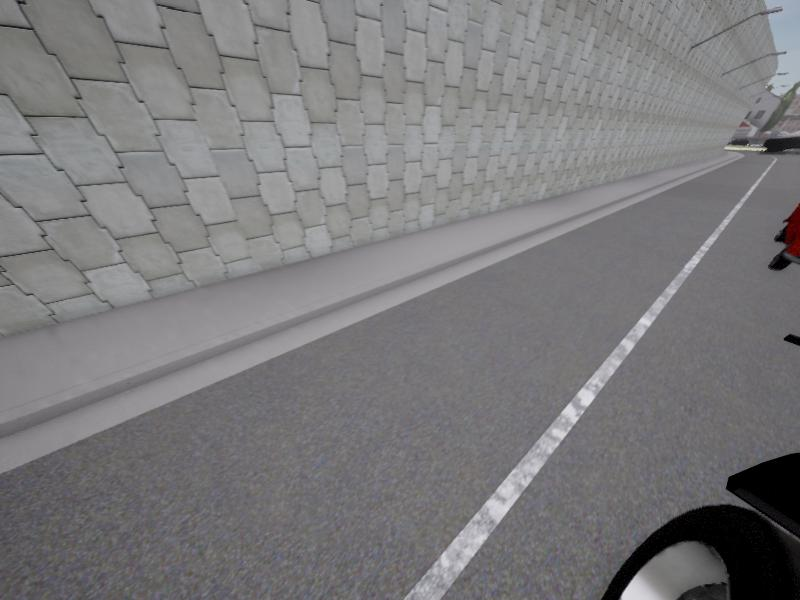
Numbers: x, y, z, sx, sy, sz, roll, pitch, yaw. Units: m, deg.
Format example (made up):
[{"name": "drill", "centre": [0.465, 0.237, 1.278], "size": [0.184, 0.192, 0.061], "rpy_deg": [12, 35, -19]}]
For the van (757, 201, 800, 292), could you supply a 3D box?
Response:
[{"name": "van", "centre": [9.016, -1.495, 4.227], "size": [4.442, 1.987, 1.775], "rpy_deg": [-23, 41, -28]}]

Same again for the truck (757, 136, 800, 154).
[{"name": "truck", "centre": [58.881, -22.884, 34.007], "size": [2.390, 2.098, 6.274], "rpy_deg": [-10, 36, -13]}]
